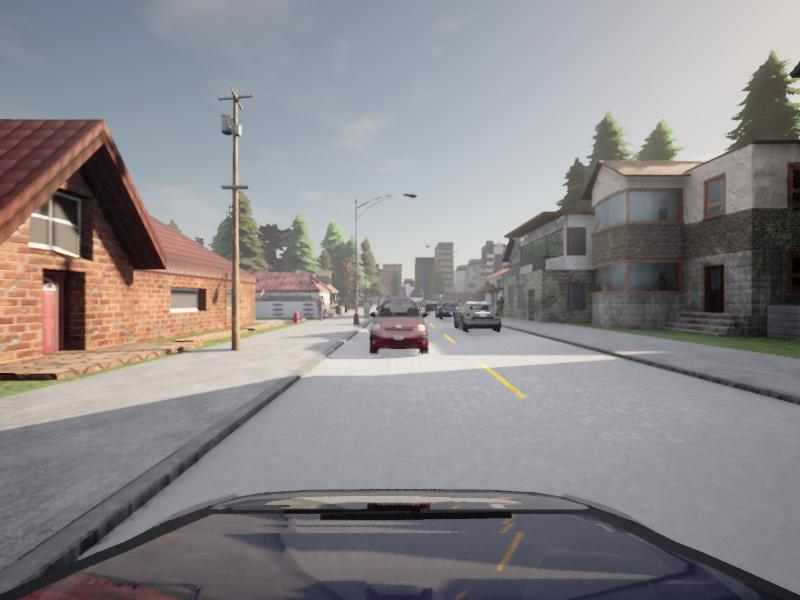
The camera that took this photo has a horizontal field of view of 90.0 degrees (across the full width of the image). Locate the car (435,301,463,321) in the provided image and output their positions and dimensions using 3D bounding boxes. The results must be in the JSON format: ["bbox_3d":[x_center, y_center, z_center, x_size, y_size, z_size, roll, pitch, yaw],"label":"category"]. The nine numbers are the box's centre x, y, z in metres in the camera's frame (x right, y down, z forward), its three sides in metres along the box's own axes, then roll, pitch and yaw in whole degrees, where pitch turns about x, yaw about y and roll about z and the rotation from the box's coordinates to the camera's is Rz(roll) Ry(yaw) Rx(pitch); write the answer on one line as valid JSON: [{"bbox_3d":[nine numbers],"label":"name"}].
[{"bbox_3d":[3.954,0.843,32.903,1.816,1.474,4.193,0,0,0],"label":"car"}]

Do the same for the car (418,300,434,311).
[{"bbox_3d":[3.935,0.760,61.759,2.152,1.651,5.027,0,0,0],"label":"car"}]

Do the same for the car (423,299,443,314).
[{"bbox_3d":[3.946,0.754,48.618,1.930,1.638,5.238,0,0,0],"label":"car"}]

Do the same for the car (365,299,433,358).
[{"bbox_3d":[-0.026,0.784,12.954,1.851,1.617,3.988,0,0,0],"label":"car"}]

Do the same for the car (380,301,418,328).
[{"bbox_3d":[-0.033,0.842,25.278,2.163,1.488,4.792,0,0,0],"label":"car"}]

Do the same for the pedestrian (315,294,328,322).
[{"bbox_3d":[-5.188,0.524,26.307,0.751,1.860,0.751,0,0,-4],"label":"pedestrian"}]

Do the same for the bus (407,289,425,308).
[{"bbox_3d":[3.771,-0.351,98.040,3.944,4.253,10.273,0,0,0],"label":"bus"}]

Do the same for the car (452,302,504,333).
[{"bbox_3d":[3.970,0.846,21.018,1.970,1.475,3.806,0,0,0],"label":"car"}]

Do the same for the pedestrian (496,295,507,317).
[{"bbox_3d":[8.567,0.522,33.704,0.751,1.860,0.751,0,0,0],"label":"pedestrian"}]
